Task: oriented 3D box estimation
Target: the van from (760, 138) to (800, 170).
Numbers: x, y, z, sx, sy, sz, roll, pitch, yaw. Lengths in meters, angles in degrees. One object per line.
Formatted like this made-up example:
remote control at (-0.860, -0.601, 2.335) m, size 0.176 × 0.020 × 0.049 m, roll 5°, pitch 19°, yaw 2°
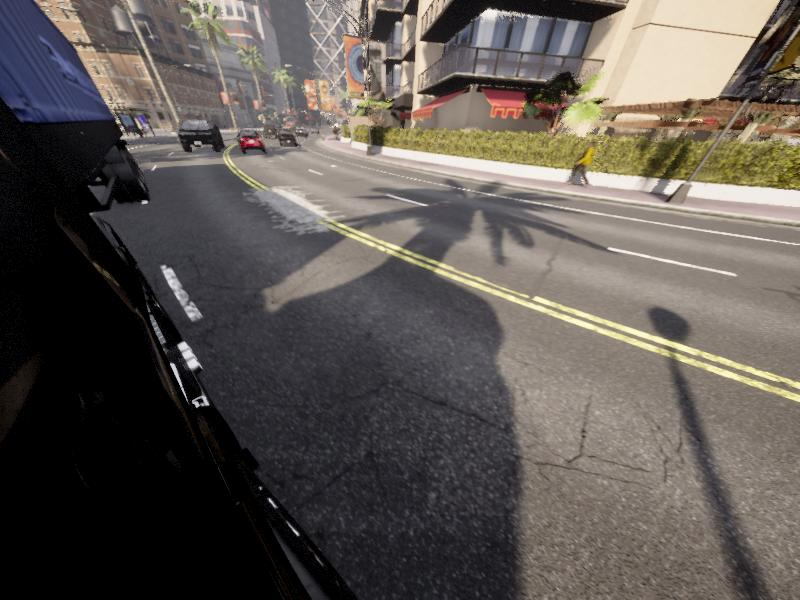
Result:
van at (42.573, -14.640, 23.367) m, size 1.988 × 2.561 × 5.915 m, roll -4°, pitch 37°, yaw -9°

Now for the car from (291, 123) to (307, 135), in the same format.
car at (-24.295, -41.297, 55.700) m, size 2.150 × 2.045 × 5.566 m, roll -3°, pitch 37°, yaw -7°

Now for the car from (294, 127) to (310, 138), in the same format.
car at (-18.003, -30.910, 42.659) m, size 1.970 × 1.475 × 3.806 m, roll -4°, pitch 37°, yaw -9°

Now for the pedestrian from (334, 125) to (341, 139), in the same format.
pedestrian at (-10.588, -28.478, 39.204) m, size 0.751 × 1.860 × 0.751 m, roll -4°, pitch 37°, yaw -8°

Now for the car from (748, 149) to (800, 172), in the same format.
car at (39.179, -13.744, 22.823) m, size 1.882 × 1.535 × 5.008 m, roll -4°, pitch 37°, yaw -9°

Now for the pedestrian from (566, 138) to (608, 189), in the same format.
pedestrian at (8.425, -6.178, 10.484) m, size 0.751 × 1.860 × 0.751 m, roll 26°, pitch 43°, yaw 28°

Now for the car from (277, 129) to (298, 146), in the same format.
car at (-13.508, -19.548, 27.729) m, size 1.837 × 1.490 × 4.892 m, roll -12°, pitch 39°, yaw -18°

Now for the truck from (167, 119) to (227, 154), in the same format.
truck at (-16.653, -13.866, 19.470) m, size 2.390 × 2.098 × 6.274 m, roll -15°, pitch 40°, yaw -22°

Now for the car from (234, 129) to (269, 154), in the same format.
car at (-12.962, -13.824, 20.091) m, size 2.007 × 1.525 × 4.514 m, roll -17°, pitch 41°, yaw -24°

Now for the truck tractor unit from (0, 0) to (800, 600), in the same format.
truck tractor unit at (-2.645, -0.295, 0.351) m, size 6.516 × 4.208 × 3.053 m, roll 28°, pitch 44°, yaw 30°

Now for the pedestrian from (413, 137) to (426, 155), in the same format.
pedestrian at (1.748, -14.011, 21.064) m, size 0.751 × 1.300 × 0.751 m, roll -19°, pitch 42°, yaw -26°

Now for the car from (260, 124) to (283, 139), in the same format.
car at (-20.169, -26.591, 36.431) m, size 1.905 × 1.878 × 3.866 m, roll -5°, pitch 38°, yaw -10°

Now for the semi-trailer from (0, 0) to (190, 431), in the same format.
semi-trailer at (-8.122, -3.933, 4.735) m, size 2.717 × 4.402 × 14.254 m, roll -27°, pitch 46°, yaw -33°

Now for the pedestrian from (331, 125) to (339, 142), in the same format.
pedestrian at (-9.356, -24.067, 33.384) m, size 0.751 × 1.860 × 0.751 m, roll -4°, pitch 37°, yaw -9°

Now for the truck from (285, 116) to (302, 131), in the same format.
truck at (-36.066, -60.027, 78.563) m, size 2.891 × 3.827 × 8.468 m, roll -4°, pitch 37°, yaw -8°
